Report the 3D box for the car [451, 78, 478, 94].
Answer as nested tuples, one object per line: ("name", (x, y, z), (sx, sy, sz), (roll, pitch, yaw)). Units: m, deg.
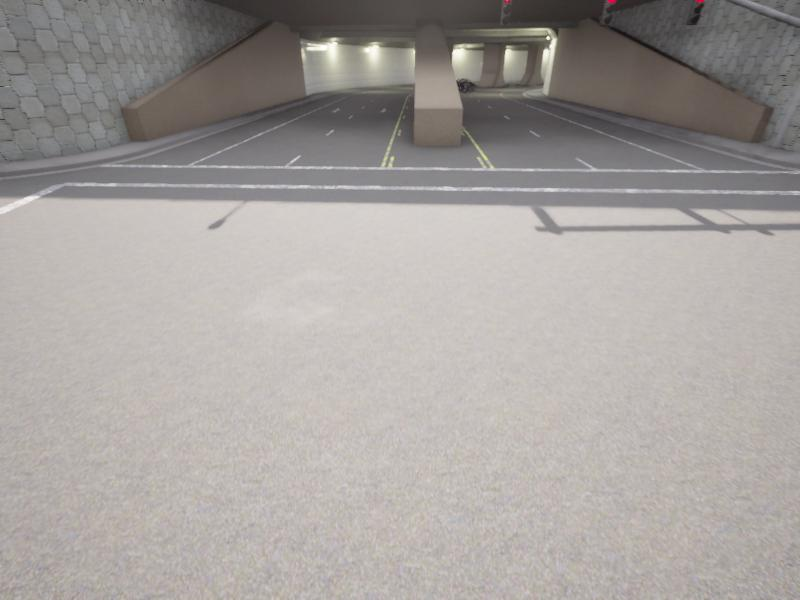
("car", (8.584, -28.308, 52.855), (2.152, 1.651, 5.027), (13, 33, 21))
